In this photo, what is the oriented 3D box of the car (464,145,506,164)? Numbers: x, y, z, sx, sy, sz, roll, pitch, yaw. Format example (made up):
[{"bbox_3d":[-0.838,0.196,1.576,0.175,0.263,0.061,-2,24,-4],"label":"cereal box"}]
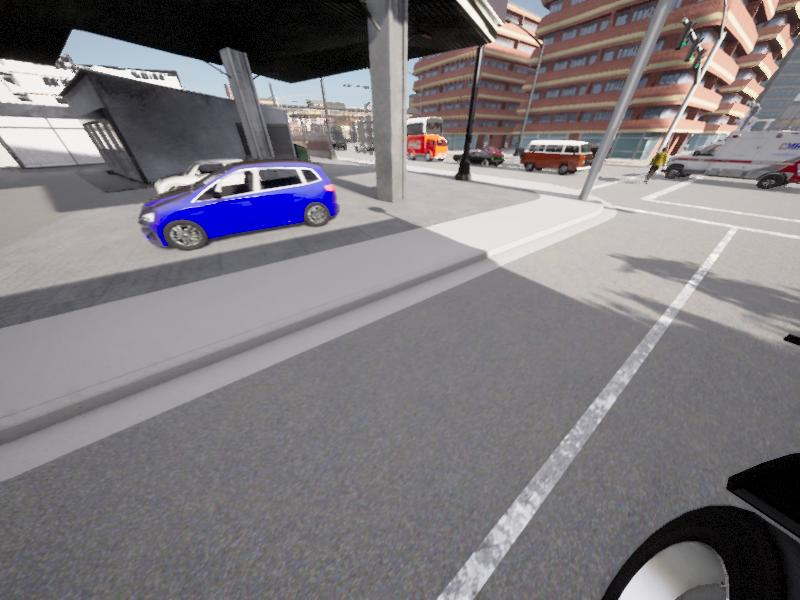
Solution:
[{"bbox_3d":[8.984,-15.592,24.678,1.845,1.501,3.633,-23,41,-29],"label":"car"}]

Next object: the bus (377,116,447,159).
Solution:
[{"bbox_3d":[1.283,-22.665,32.403,3.944,4.253,10.273,-23,40,-28],"label":"bus"}]

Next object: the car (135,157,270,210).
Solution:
[{"bbox_3d":[-8.029,-5.099,9.839,3.806,1.475,1.970,-22,41,-28],"label":"car"}]

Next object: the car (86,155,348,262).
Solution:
[{"bbox_3d":[-4.109,-2.785,6.248,4.611,1.667,2.242,-22,41,-28],"label":"car"}]

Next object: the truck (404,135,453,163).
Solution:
[{"bbox_3d":[3.025,-17.256,26.262,2.627,2.467,5.204,-23,41,-28],"label":"truck"}]

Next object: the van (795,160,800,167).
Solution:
[{"bbox_3d":[36.996,-12.717,19.971,4.480,2.038,2.069,-22,40,-28],"label":"van"}]

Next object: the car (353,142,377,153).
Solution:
[{"bbox_3d":[-6.410,-27.805,42.121,2.038,1.542,4.974,-23,41,-29],"label":"car"}]

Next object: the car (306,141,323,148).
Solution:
[{"bbox_3d":[-24.140,-44.138,65.549,3.806,1.475,1.970,1,35,3],"label":"car"}]

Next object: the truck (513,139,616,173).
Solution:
[{"bbox_3d":[13.316,-12.220,19.366,2.390,2.098,6.274,-24,41,-29],"label":"truck"}]

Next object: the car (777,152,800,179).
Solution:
[{"bbox_3d":[27.494,-8.863,15.139,4.181,1.385,1.994,-18,39,-23],"label":"car"}]

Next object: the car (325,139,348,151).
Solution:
[{"bbox_3d":[-13.592,-33.401,49.646,2.150,2.045,5.566,-26,43,-32],"label":"car"}]

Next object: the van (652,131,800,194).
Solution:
[{"bbox_3d":[18.976,-7.632,12.527,2.351,2.431,6.366,-16,38,-21],"label":"van"}]

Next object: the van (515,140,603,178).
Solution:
[{"bbox_3d":[11.342,-10.458,16.927,2.069,2.038,4.480,-23,41,-29],"label":"van"}]

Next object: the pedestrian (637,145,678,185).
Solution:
[{"bbox_3d":[14.160,-7.464,12.770,0.751,1.860,0.751,24,42,30],"label":"pedestrian"}]

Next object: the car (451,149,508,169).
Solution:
[{"bbox_3d":[7.315,-13.384,21.755,1.895,1.301,4.718,-23,41,-29],"label":"car"}]

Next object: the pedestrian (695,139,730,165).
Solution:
[{"bbox_3d":[26.825,-12.712,19.875,0.751,1.860,0.751,5,36,8],"label":"pedestrian"}]
